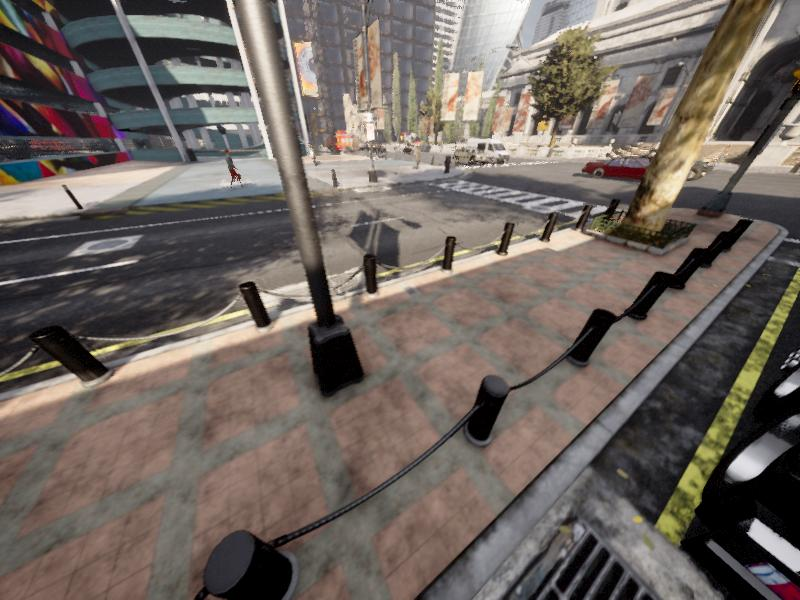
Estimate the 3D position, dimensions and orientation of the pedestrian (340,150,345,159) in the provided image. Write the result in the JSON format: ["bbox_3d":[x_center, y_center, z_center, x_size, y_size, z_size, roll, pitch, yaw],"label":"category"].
[{"bbox_3d":[-8.482,-21.419,33.901,0.500,1.100,0.500,-15,37,-21],"label":"pedestrian"}]

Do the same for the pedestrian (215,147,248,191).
[{"bbox_3d":[-8.646,-6.756,11.931,0.751,1.860,0.751,-17,38,-23],"label":"pedestrian"}]

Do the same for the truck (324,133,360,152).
[{"bbox_3d":[-14.597,-39.715,58.383,8.468,3.827,2.891,14,37,19],"label":"truck"}]

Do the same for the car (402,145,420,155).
[{"bbox_3d":[2.101,-30.063,46.359,1.789,1.549,3.705,-21,39,-27],"label":"car"}]

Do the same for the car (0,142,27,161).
[{"bbox_3d":[-54.417,-19.331,30.026,5.566,2.045,2.435,-19,39,-25],"label":"car"}]

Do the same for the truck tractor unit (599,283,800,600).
[{"bbox_3d":[5.136,-0.276,0.739,6.516,4.208,3.053,-17,38,-23],"label":"truck tractor unit"}]

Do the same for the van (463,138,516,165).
[{"bbox_3d":[10.811,-18.424,28.583,1.988,2.561,5.915,-19,38,-25],"label":"van"}]

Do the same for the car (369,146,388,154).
[{"bbox_3d":[-4.865,-34.647,53.188,4.181,1.385,1.994,29,44,35],"label":"car"}]

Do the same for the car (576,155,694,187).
[{"bbox_3d":[15.931,-9.157,16.126,2.033,1.411,5.357,-19,39,-25],"label":"car"}]

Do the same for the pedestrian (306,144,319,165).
[{"bbox_3d":[-9.489,-15.800,25.069,0.751,1.860,0.751,-27,43,-33],"label":"pedestrian"}]

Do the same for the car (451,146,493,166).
[{"bbox_3d":[8.094,-16.599,26.519,1.932,1.855,4.605,-15,37,-21],"label":"car"}]

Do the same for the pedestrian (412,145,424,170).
[{"bbox_3d":[1.585,-12.659,20.500,0.751,1.860,0.751,-6,35,-8],"label":"pedestrian"}]

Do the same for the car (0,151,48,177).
[{"bbox_3d":[-30.769,-9.911,16.935,4.902,1.511,2.128,-19,39,-25],"label":"car"}]

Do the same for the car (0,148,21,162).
[{"bbox_3d":[-54.467,-18.992,30.223,4.514,1.523,2.007,-19,39,-25],"label":"car"}]

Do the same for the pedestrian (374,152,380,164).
[{"bbox_3d":[-2.630,-16.252,26.392,0.500,1.100,0.500,-11,36,-15],"label":"pedestrian"}]

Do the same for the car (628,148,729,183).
[{"bbox_3d":[19.600,-9.744,16.539,1.905,1.878,3.866,-19,39,-25],"label":"car"}]

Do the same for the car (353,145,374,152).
[{"bbox_3d":[-9.407,-39.356,59.963,4.902,1.511,2.128,19,39,25],"label":"car"}]
